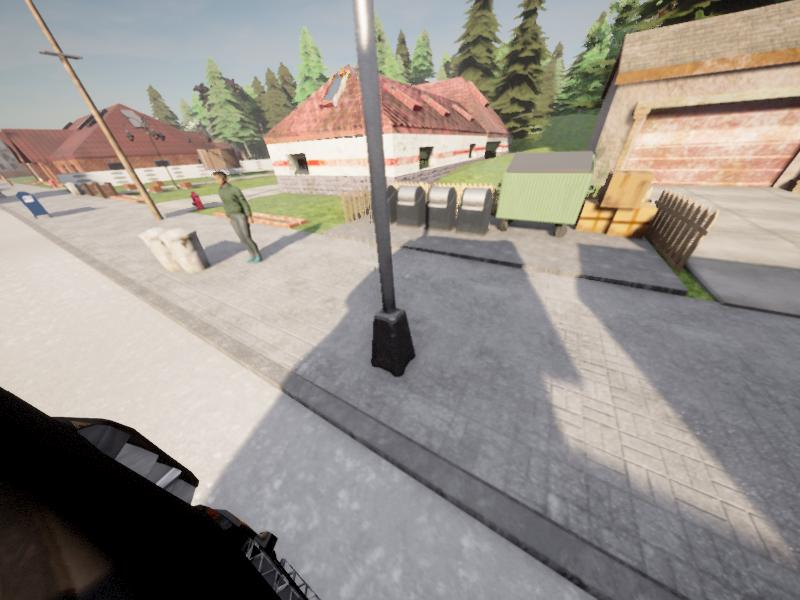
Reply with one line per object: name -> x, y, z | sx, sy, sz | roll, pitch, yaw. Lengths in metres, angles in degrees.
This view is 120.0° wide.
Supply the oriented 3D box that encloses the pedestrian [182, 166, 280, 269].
pedestrian -> -3.377, -1.678, 4.828 | 0.751, 1.860, 0.751 | 7, 35, 14
